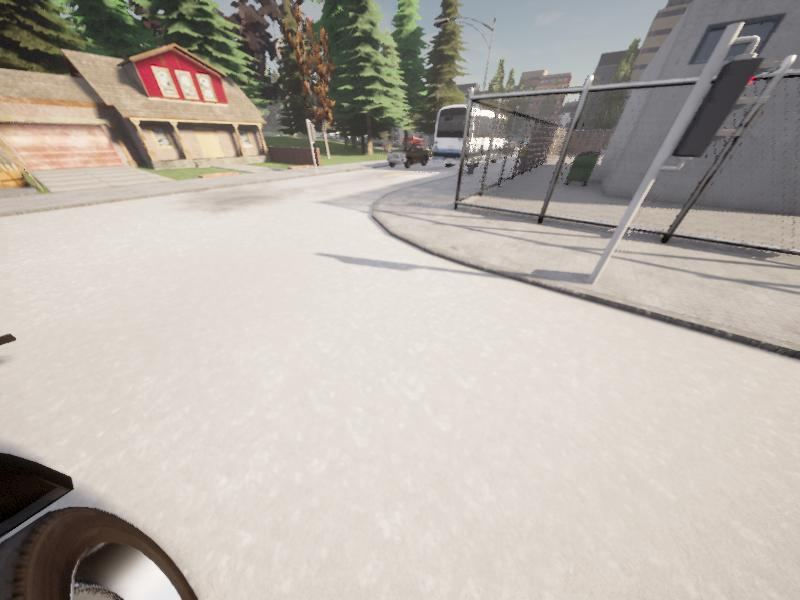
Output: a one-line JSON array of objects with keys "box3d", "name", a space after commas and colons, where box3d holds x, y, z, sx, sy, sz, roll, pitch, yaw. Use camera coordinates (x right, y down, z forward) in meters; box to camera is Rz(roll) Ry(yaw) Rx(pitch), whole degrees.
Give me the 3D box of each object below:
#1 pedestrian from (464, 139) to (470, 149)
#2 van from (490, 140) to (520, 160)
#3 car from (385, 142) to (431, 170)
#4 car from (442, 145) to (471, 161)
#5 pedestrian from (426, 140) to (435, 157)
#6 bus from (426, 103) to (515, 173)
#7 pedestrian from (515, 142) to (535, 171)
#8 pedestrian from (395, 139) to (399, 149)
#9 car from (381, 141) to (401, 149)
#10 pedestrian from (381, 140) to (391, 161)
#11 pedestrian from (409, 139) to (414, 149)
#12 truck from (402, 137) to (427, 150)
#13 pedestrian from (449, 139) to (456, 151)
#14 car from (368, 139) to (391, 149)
[{"box3d": [15.807, -36.708, 54.300, 0.751, 1.860, 0.751, 30, 45, 35], "name": "pedestrian"}, {"box3d": [13.640, -19.495, 29.916, 2.069, 2.038, 4.480, 22, 40, 27], "name": "van"}, {"box3d": [0.842, -13.177, 20.991, 1.932, 1.855, 4.605, 21, 40, 27], "name": "car"}, {"box3d": [6.822, -17.800, 27.885, 1.789, 1.549, 3.705, 22, 40, 28], "name": "car"}, {"box3d": [4.071, -20.123, 30.668, 0.751, 1.860, 0.751, -27, 44, -33], "name": "pedestrian"}, {"box3d": [6.808, -14.975, 21.533, 3.944, 4.253, 10.273, 22, 41, 27], "name": "bus"}, {"box3d": [9.853, -11.348, 18.257, 0.751, 1.860, 0.751, 27, 43, 33], "name": "pedestrian"}, {"box3d": [-0.700, -35.793, 52.873, 0.751, 1.860, 0.751, 15, 38, 20], "name": "pedestrian"}, {"box3d": [-2.447, -41.789, 62.164, 5.238, 1.638, 1.930, 22, 41, 28], "name": "car"}, {"box3d": [-1.566, -16.384, 25.317, 0.751, 1.860, 0.751, 23, 41, 28], "name": "pedestrian"}, {"box3d": [2.579, -34.340, 50.835, 0.751, 1.860, 0.751, 16, 38, 21], "name": "pedestrian"}, {"box3d": [3.280, -36.986, 54.655, 5.204, 2.467, 2.627, 22, 41, 28], "name": "truck"}, {"box3d": [10.309, -30.449, 45.374, 0.751, 1.860, 0.751, 26, 43, 32], "name": "pedestrian"}, {"box3d": [-5.272, -40.290, 59.669, 5.566, 2.045, 2.150, 22, 41, 28], "name": "car"}]
